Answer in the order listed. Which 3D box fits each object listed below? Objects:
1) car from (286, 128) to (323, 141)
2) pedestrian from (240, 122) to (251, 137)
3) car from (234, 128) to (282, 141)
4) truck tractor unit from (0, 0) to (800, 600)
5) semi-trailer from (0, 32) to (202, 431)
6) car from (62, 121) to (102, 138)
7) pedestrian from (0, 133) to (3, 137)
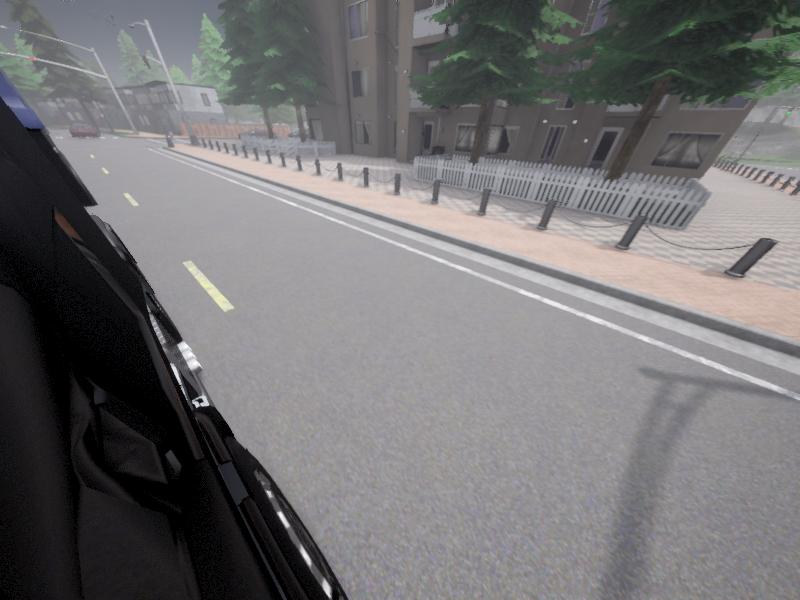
[{"bbox_3d":[-15.443,-26.981,37.685,2.152,1.651,5.027,30,44,32],"label":"car"},{"bbox_3d":[-24.514,-27.055,36.717,0.751,1.860,0.751,29,44,31],"label":"pedestrian"},{"bbox_3d":[-20.336,-23.834,33.325,2.033,1.411,5.357,30,44,32],"label":"car"},{"bbox_3d":[-2.645,-0.295,0.351,6.516,4.208,3.053,28,44,30],"label":"truck tractor unit"},{"bbox_3d":[-8.761,-3.553,4.179,14.254,4.402,2.717,27,43,29],"label":"semi-trailer"},{"bbox_3d":[-36.173,-19.438,26.389,1.994,1.385,4.181,-27,46,-34],"label":"car"},{"bbox_3d":[-39.289,-16.521,21.803,0.751,1.860,0.751,0,37,-4],"label":"pedestrian"}]
